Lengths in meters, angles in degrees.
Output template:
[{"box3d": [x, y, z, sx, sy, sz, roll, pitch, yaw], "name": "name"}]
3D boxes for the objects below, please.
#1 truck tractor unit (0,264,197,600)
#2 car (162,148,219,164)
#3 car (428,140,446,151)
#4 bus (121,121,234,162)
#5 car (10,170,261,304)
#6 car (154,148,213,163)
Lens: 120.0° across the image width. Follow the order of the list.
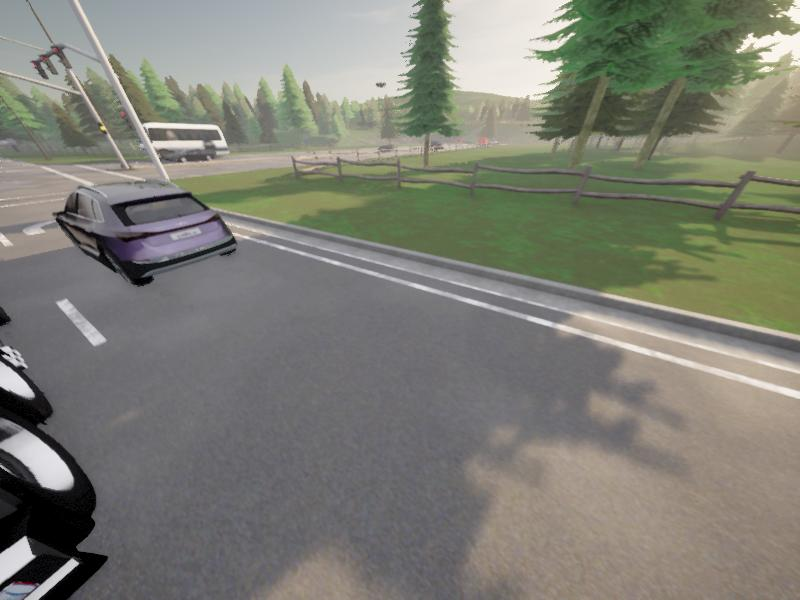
[{"box3d": [-5.119, -0.291, 0.787, 6.516, 4.208, 3.053, 18, 39, 24], "name": "truck tractor unit"}, {"box3d": [-26.563, -18.482, 29.536, 1.837, 1.490, 4.892, 17, 39, 24], "name": "car"}, {"box3d": [8.995, -37.261, 55.687, 2.150, 2.045, 5.566, 19, 39, 25], "name": "car"}, {"box3d": [-31.227, -22.884, 33.498, 3.944, 4.253, 10.273, 17, 39, 24], "name": "bus"}, {"box3d": [-5.870, -1.783, 5.208, 4.856, 1.649, 2.033, 18, 39, 24], "name": "car"}, {"box3d": [-29.285, -19.744, 31.466, 2.033, 1.411, 5.357, 17, 39, 24], "name": "car"}]
